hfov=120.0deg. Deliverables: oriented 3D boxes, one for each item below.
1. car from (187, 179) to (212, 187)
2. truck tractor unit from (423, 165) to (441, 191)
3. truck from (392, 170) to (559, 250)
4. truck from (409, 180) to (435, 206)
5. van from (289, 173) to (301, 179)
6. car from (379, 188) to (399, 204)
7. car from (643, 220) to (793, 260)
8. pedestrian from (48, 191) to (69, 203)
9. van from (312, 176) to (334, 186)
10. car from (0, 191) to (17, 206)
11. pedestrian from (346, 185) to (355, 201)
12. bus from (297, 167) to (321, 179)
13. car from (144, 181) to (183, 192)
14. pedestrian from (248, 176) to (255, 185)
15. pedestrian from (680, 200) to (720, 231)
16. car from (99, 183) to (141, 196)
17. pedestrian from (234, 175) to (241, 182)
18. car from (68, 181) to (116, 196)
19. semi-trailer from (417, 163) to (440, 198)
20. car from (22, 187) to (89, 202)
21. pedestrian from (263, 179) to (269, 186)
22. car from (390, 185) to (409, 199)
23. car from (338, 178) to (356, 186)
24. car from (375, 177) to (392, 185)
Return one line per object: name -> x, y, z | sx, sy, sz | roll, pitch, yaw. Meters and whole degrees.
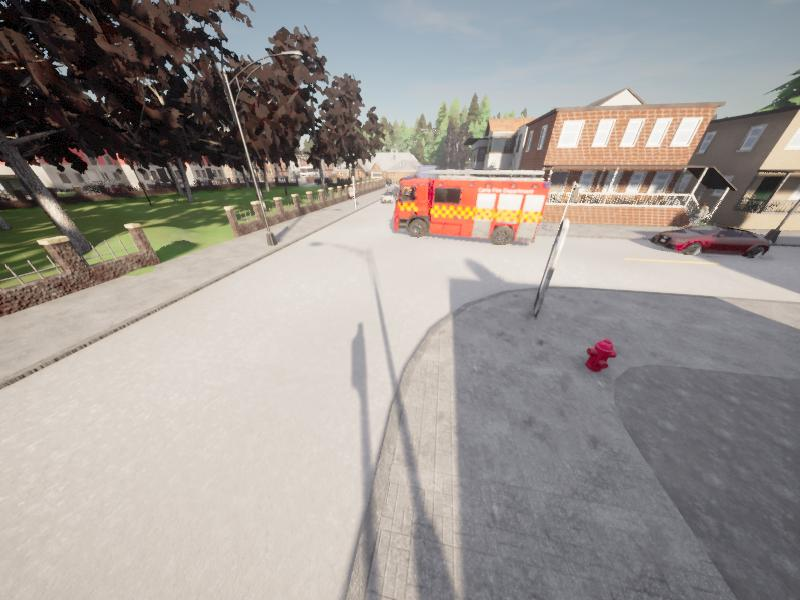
car -> -46.211, -27.042, 53.313 | 1.845, 1.501, 3.633 | 6, 31, 10
truck tractor unit -> 6.375, -24.308, 45.931 | 3.053, 4.208, 6.516 | 4, 30, 8
truck -> 4.004, -5.820, 14.262 | 8.468, 3.827, 2.891 | 10, 32, 17
truck -> 2.822, -13.394, 28.714 | 2.627, 2.467, 5.204 | 5, 30, 9
van -> -39.464, -46.703, 86.912 | 1.775, 1.987, 4.442 | 5, 30, 9
car -> -1.281, -13.276, 29.471 | 1.845, 1.501, 3.633 | 4, 30, 7
car -> 16.369, -3.236, 12.243 | 4.181, 1.385, 1.994 | 5, 30, 9
pedestrian -> -42.389, -12.823, 28.658 | 0.751, 1.300, 0.751 | 5, 30, 8
van -> -19.021, -29.661, 57.340 | 4.480, 2.038, 2.069 | 5, 30, 9
car -> -47.776, -11.353, 26.194 | 1.970, 1.475, 3.806 | 5, 30, 9
pedestrian -> -6.397, -13.944, 30.040 | 0.751, 1.860, 0.751 | 5, 30, 9
bus -> -37.411, -52.898, 95.808 | 3.944, 4.253, 10.273 | 5, 30, 9
car -> -44.278, -21.282, 43.373 | 1.837, 1.490, 4.892 | 5, 30, 8
pedestrian -> -36.157, -29.063, 56.229 | 0.751, 1.860, 0.751 | 18, 35, 28
pedestrian -> 20.761, -5.851, 16.023 | 0.751, 1.860, 0.751 | 5, 30, 9
car -> -45.449, -17.993, 37.616 | 1.789, 1.549, 3.705 | 5, 30, 9
pedestrian -> -47.845, -35.839, 67.963 | 0.751, 1.860, 0.751 | 3, 30, 5
car -> -49.560, -17.996, 37.285 | 1.905, 1.878, 3.866 | 5, 30, 9
semi-trailer -> 5.058, -20.509, 39.107 | 2.717, 4.402, 14.254 | 5, 30, 9
car -> -46.697, -14.440, 31.490 | 2.007, 1.525, 4.514 | 5, 30, 9
pedestrian -> -31.777, -27.907, 54.787 | 0.751, 1.300, 0.751 | 5, 30, 8
car -> -0.005, -16.512, 35.211 | 2.033, 1.411, 5.357 | 5, 30, 8
car -> -12.908, -28.897, 56.527 | 3.633, 1.501, 1.845 | 5, 30, 9
car -> -4.211, -30.188, 58.685 | 3.988, 1.617, 1.851 | 6, 30, 9
